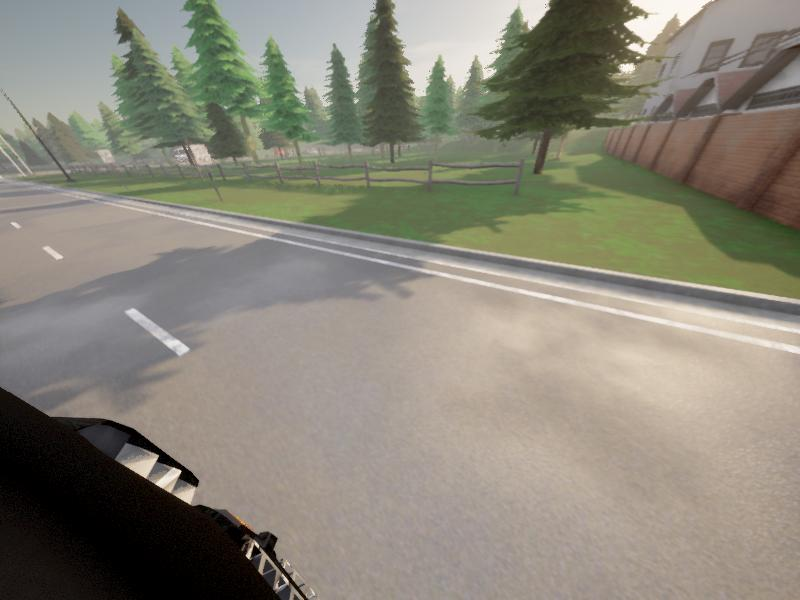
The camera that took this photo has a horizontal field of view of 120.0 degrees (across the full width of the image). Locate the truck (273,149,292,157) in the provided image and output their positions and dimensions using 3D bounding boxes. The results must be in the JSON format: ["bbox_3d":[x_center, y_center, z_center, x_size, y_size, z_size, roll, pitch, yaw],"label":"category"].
[{"bbox_3d":[-44.387,-55.562,87.290,2.627,2.467,5.204,17,39,26],"label":"truck"}]

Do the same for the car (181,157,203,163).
[{"bbox_3d":[-71.770,-48.407,79.735,2.033,1.411,5.357,16,38,25],"label":"car"}]
